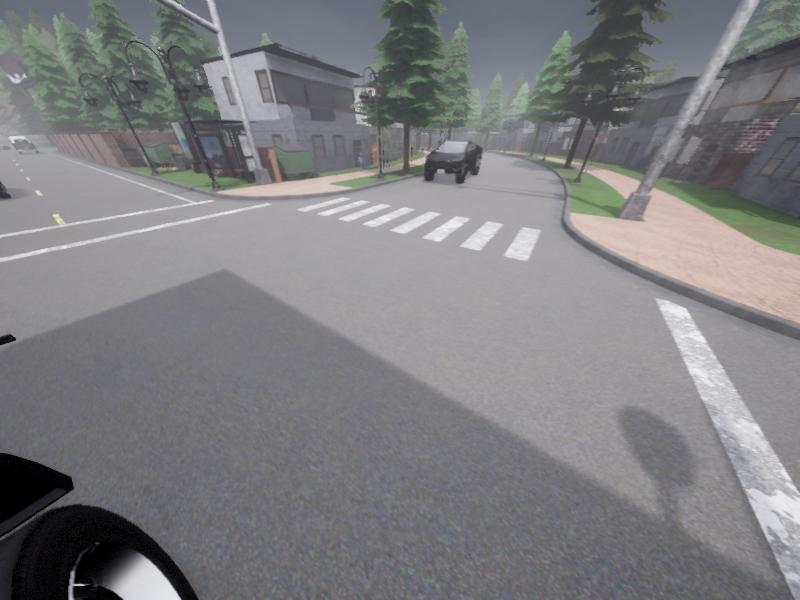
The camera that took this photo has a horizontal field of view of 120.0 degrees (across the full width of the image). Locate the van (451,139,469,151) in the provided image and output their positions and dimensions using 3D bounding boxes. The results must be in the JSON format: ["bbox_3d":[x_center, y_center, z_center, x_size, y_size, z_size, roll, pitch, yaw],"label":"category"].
[{"bbox_3d":[12.791,-33.161,49.420,1.775,1.987,4.442,-6,36,-9],"label":"van"}]

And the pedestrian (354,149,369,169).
[{"bbox_3d":[-3.043,-11.079,18.155,0.751,1.300,0.751,19,39,24],"label":"pedestrian"}]

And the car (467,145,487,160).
[{"bbox_3d":[9.770,-18.925,29.553,1.845,1.501,3.633,6,35,8],"label":"car"}]

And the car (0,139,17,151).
[{"bbox_3d":[-67.048,-25.083,37.341,2.242,1.667,4.611,0,32,0],"label":"car"}]

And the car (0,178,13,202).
[{"bbox_3d":[-18.389,-4.931,9.526,4.181,1.385,1.994,22,41,28],"label":"car"}]

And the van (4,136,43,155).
[{"bbox_3d":[-53.591,-22.048,32.874,4.480,2.038,2.069,22,41,28],"label":"van"}]

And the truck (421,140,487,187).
[{"bbox_3d":[3.701,-9.105,15.036,2.390,2.098,6.274,16,38,21],"label":"truck"}]
